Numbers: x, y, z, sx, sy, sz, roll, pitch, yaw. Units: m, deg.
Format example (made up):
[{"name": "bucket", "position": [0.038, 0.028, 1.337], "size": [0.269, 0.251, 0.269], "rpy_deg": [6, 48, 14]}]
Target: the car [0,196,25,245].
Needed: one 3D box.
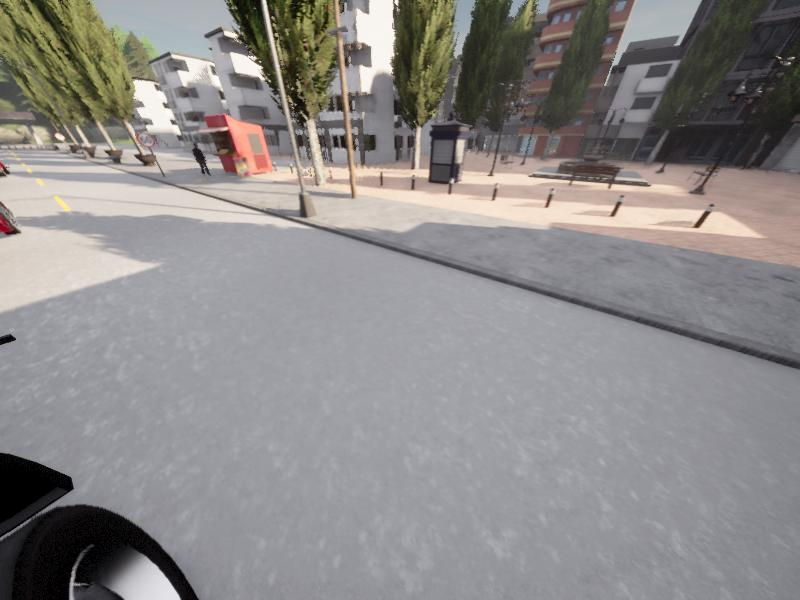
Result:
[{"name": "car", "position": [-12.053, -2.355, 5.924], "size": [4.181, 1.385, 1.994], "rpy_deg": [22, 41, 28]}]

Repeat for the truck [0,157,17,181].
[{"name": "truck", "position": [-26.132, -8.577, 13.630], "size": [5.204, 2.467, 2.627], "rpy_deg": [22, 41, 28]}]

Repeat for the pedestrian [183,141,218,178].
[{"name": "pedestrian", "position": [-12.087, -8.556, 14.057], "size": [0.751, 1.860, 0.751], "rpy_deg": [21, 40, 27]}]

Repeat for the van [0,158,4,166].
[{"name": "van", "position": [-37.283, -13.187, 19.980], "size": [5.915, 2.561, 1.988], "rpy_deg": [22, 41, 28]}]
